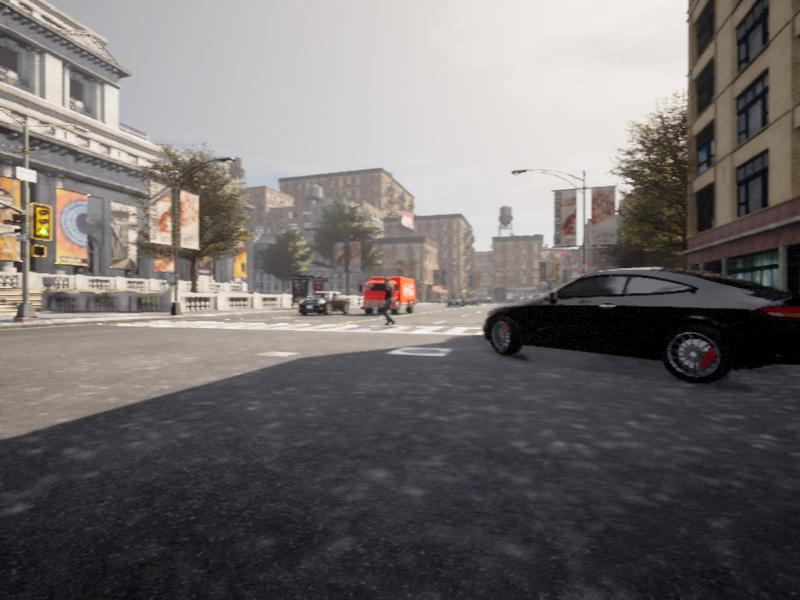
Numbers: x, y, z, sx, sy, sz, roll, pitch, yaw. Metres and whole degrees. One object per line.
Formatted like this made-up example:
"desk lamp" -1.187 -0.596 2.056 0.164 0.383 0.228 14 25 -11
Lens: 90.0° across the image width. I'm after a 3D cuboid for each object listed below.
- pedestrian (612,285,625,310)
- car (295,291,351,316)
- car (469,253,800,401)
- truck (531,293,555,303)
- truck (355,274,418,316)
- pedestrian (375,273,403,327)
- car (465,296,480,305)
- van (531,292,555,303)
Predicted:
"pedestrian" 16.832 -0.178 30.846 0.751 1.860 0.751 0 0 14
"car" -4.812 0.199 25.552 1.970 1.475 3.806 0 0 18
"car" 3.395 0.255 6.207 1.812 1.442 4.674 0 0 -35
"truck" 35.348 -0.444 98.916 5.204 2.467 2.627 0 0 -29
"truck" -0.724 -0.299 26.836 2.627 2.467 5.204 0 0 18
"pedestrian" -0.380 0.006 14.170 0.751 1.860 0.751 0 0 18
"car" 11.958 0.119 65.832 1.970 1.475 3.806 0 0 18
"van" 33.611 -0.489 93.966 5.915 2.561 1.988 0 0 -33
